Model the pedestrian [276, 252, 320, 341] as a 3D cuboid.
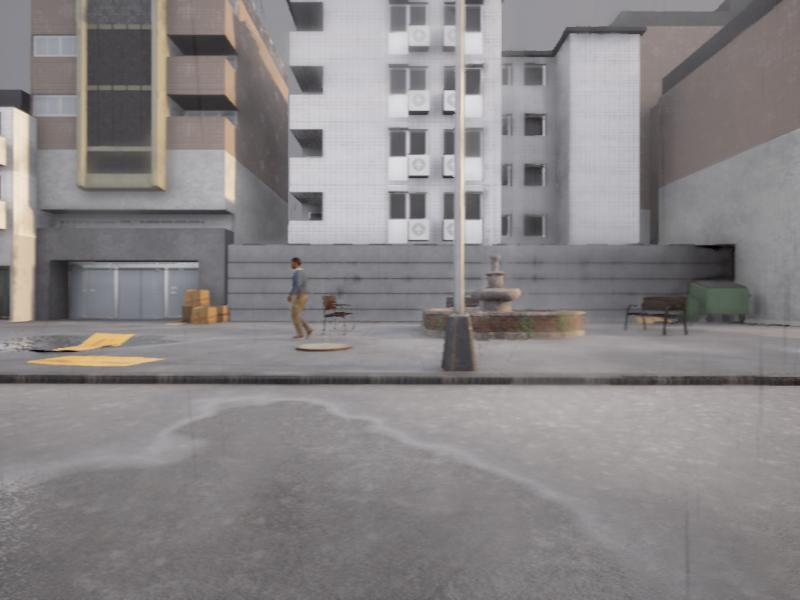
[{"bbox_3d":[-2.192,-0.073,8.683,0.751,1.860,0.751,0,0,-1],"label":"pedestrian"}]
